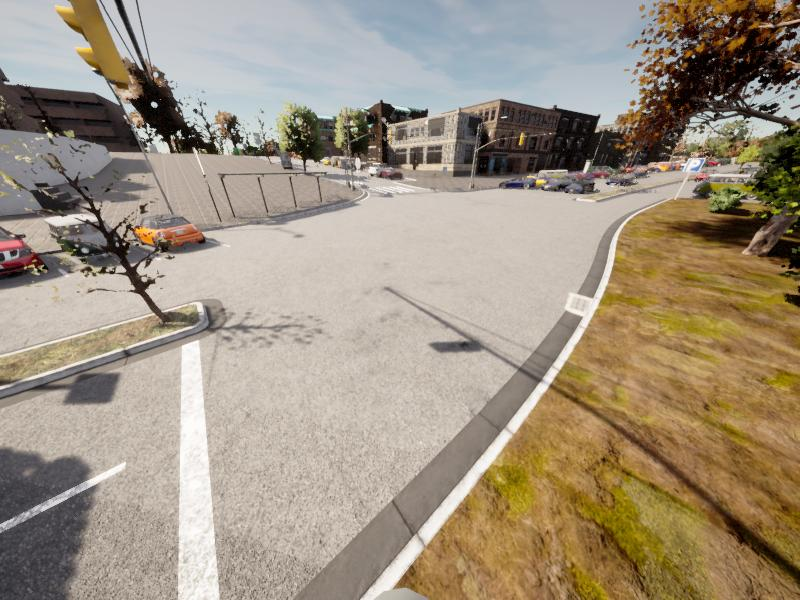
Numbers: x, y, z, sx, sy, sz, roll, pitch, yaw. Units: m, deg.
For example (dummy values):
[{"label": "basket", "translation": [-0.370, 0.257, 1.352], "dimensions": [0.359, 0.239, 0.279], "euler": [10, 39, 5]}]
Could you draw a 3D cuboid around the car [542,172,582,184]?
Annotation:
[{"label": "car", "translation": [26.611, -20.140, 38.075], "dimensions": [4.892, 1.521, 2.231], "euler": [19, 36, 32]}]

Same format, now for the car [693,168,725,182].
[{"label": "car", "translation": [47.149, -19.122, 35.302], "dimensions": [3.988, 1.617, 1.851], "euler": [-19, 35, -26]}]

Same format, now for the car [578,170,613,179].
[{"label": "car", "translation": [36.781, -23.674, 43.552], "dimensions": [4.674, 1.452, 2.002], "euler": [20, 37, 33]}]

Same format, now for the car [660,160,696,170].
[{"label": "car", "translation": [73.317, -35.569, 61.045], "dimensions": [5.566, 2.045, 2.435], "euler": [22, 38, 36]}]

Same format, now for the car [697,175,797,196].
[{"label": "car", "translation": [35.730, -12.037, 24.127], "dimensions": [5.366, 1.575, 1.946], "euler": [21, 37, 31]}]

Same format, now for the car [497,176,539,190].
[{"label": "car", "translation": [16.543, -16.502, 32.563], "dimensions": [4.792, 1.488, 2.163], "euler": [18, 36, 31]}]

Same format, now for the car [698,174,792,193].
[{"label": "car", "translation": [37.900, -13.039, 25.682], "dimensions": [5.366, 1.575, 1.946], "euler": [21, 38, 31]}]

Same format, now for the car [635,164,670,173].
[{"label": "car", "translation": [60.044, -31.365, 55.174], "dimensions": [5.366, 1.575, 1.946], "euler": [22, 38, 35]}]

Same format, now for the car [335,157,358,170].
[{"label": "car", "translation": [-10.866, -27.919, 47.185], "dimensions": [1.878, 1.987, 4.442], "euler": [21, 37, 23]}]

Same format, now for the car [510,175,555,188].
[{"label": "car", "translation": [19.246, -17.332, 33.735], "dimensions": [5.366, 1.575, 1.946], "euler": [18, 36, 31]}]

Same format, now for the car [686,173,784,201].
[{"label": "car", "translation": [30.571, -10.506, 21.390], "dimensions": [4.442, 1.987, 1.878], "euler": [20, 38, 31]}]

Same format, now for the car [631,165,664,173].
[{"label": "car", "translation": [57.558, -30.497, 53.847], "dimensions": [5.008, 1.535, 2.097], "euler": [22, 37, 35]}]

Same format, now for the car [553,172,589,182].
[{"label": "car", "translation": [29.144, -21.005, 39.471], "dimensions": [4.674, 1.452, 2.002], "euler": [19, 37, 32]}]

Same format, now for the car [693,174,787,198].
[{"label": "car", "translation": [33.092, -11.306, 22.797], "dimensions": [4.553, 1.767, 2.185], "euler": [20, 37, 31]}]

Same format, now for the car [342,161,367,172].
[{"label": "car", "translation": [-8.914, -26.385, 45.522], "dimensions": [2.231, 1.521, 4.892], "euler": [21, 37, 23]}]

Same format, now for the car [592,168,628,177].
[{"label": "car", "translation": [41.921, -25.455, 46.197], "dimensions": [5.008, 1.535, 2.097], "euler": [20, 37, 33]}]

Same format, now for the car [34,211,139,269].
[{"label": "car", "translation": [-16.054, -3.211, 11.856], "dimensions": [4.442, 1.987, 1.878], "euler": [15, 34, 27]}]

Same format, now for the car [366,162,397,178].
[{"label": "car", "translation": [-3.124, -22.424, 39.795], "dimensions": [2.435, 2.045, 5.566], "euler": [21, 37, 23]}]

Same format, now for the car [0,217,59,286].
[{"label": "car", "translation": [-18.453, -2.226, 10.271], "dimensions": [5.566, 2.045, 2.435], "euler": [15, 34, 27]}]

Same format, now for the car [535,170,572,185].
[{"label": "car", "translation": [24.186, -19.390, 36.497], "dimensions": [4.442, 1.987, 1.878], "euler": [19, 36, 31]}]

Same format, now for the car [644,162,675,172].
[{"label": "car", "translation": [62.903, -32.281, 56.119], "dimensions": [4.442, 1.987, 1.878], "euler": [22, 38, 35]}]

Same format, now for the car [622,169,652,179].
[{"label": "car", "translation": [43.114, -22.932, 42.039], "dimensions": [5.357, 1.411, 2.033], "euler": [-19, 35, -26]}]

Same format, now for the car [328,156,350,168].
[{"label": "car", "translation": [-12.791, -29.317, 49.059], "dimensions": [1.878, 1.987, 4.442], "euler": [21, 37, 23]}]

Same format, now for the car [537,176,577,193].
[{"label": "car", "translation": [19.934, -14.698, 29.343], "dimensions": [4.902, 1.511, 2.128], "euler": [-21, 36, -29]}]

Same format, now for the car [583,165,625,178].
[{"label": "car", "translation": [39.365, -24.796, 44.732], "dimensions": [5.566, 2.045, 2.435], "euler": [20, 37, 33]}]

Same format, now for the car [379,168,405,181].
[{"label": "car", "translation": [-1.231, -20.775, 38.067], "dimensions": [2.002, 1.452, 4.674], "euler": [21, 37, 23]}]

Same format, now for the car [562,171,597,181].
[{"label": "car", "translation": [31.680, -21.906, 40.851], "dimensions": [4.674, 1.452, 2.002], "euler": [19, 36, 32]}]

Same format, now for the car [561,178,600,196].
[{"label": "car", "translation": [20.991, -13.198, 26.828], "dimensions": [4.193, 1.474, 1.816], "euler": [-21, 36, -29]}]

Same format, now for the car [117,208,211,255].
[{"label": "car", "translation": [-13.789, -4.164, 13.541], "dimensions": [4.553, 1.767, 2.185], "euler": [15, 35, 27]}]

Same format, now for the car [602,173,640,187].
[{"label": "car", "translation": [31.200, -16.971, 32.609], "dimensions": [4.792, 1.488, 2.163], "euler": [-20, 35, -27]}]

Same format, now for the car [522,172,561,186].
[{"label": "car", "translation": [21.562, -18.424, 35.211], "dimensions": [4.553, 1.767, 2.185], "euler": [19, 36, 31]}]

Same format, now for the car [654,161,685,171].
[{"label": "car", "translation": [68.170, -33.897, 58.556], "dimensions": [4.442, 1.987, 1.878], "euler": [22, 38, 35]}]

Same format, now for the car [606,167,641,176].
[{"label": "car", "translation": [47.102, -27.159, 48.787], "dimensions": [5.008, 1.535, 2.097], "euler": [21, 38, 34]}]

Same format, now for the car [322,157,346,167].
[{"label": "car", "translation": [-14.577, -30.665, 51.280], "dimensions": [1.946, 1.575, 5.366], "euler": [21, 37, 23]}]
